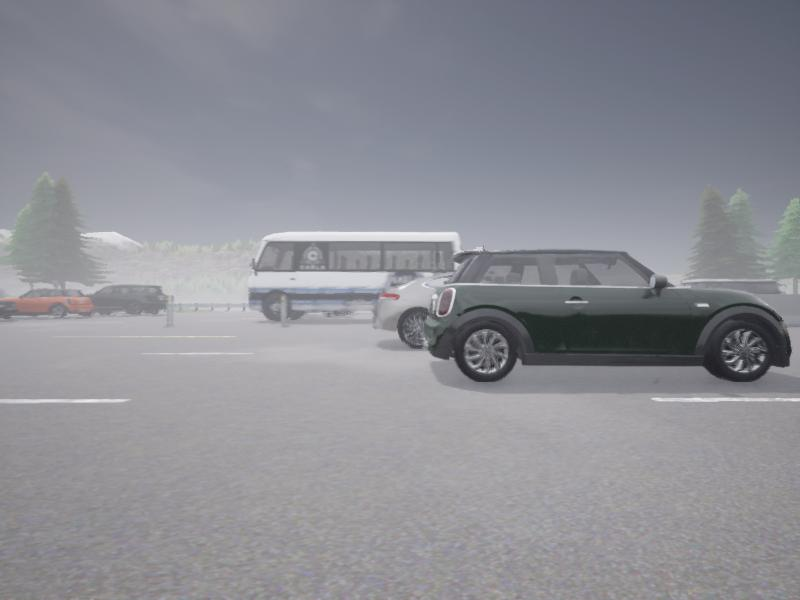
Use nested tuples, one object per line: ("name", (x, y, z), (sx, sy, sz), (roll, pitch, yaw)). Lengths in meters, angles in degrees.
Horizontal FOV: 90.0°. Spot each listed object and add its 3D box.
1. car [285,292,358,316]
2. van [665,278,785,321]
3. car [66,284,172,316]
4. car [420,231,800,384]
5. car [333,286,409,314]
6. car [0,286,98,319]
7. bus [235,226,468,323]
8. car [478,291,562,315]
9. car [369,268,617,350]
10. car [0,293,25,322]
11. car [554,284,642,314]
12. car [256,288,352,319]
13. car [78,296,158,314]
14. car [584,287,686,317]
("car", (-5.156, 0.242, 26.698), (4.514, 1.525, 2.007), (0, 0, 0))
("van", (15.876, -0.037, 19.701), (4.442, 1.987, 1.775), (0, 0, 0))
("car", (-18.594, 0.013, 26.697), (5.566, 2.045, 2.150), (0, 0, 0))
("car", (2.621, 0.091, 5.701), (4.553, 1.767, 2.097), (0, 0, 0))
("car", (-2.107, -0.023, 30.200), (5.566, 2.045, 2.150), (0, 0, 0))
("car", (-20.589, 0.141, 23.197), (4.553, 1.767, 2.097), (0, 0, 0))
("bus", (-2.133, -1.125, 19.578), (10.273, 4.253, 3.944), (0, 0, 0))
("car", (7.924, 0.207, 26.701), (5.008, 1.535, 1.882), (0, 0, 0))
("car", (1.892, 0.178, 9.201), (5.027, 1.651, 2.152), (0, 0, 0))
("car", (-22.085, 0.346, 19.699), (5.357, 1.411, 2.033), (0, 0, 0))
("car", (14.850, -0.070, 30.202), (5.566, 2.045, 2.150), (-1, 0, 0))
("car", (-5.434, 0.195, 23.198), (5.027, 1.651, 2.152), (0, 0, 0))
("car", (-21.196, 0.393, 30.198), (4.718, 1.301, 1.895), (0, 0, 0))
("car", (13.465, 0.130, 23.203), (4.611, 1.667, 2.242), (0, 0, 0))
